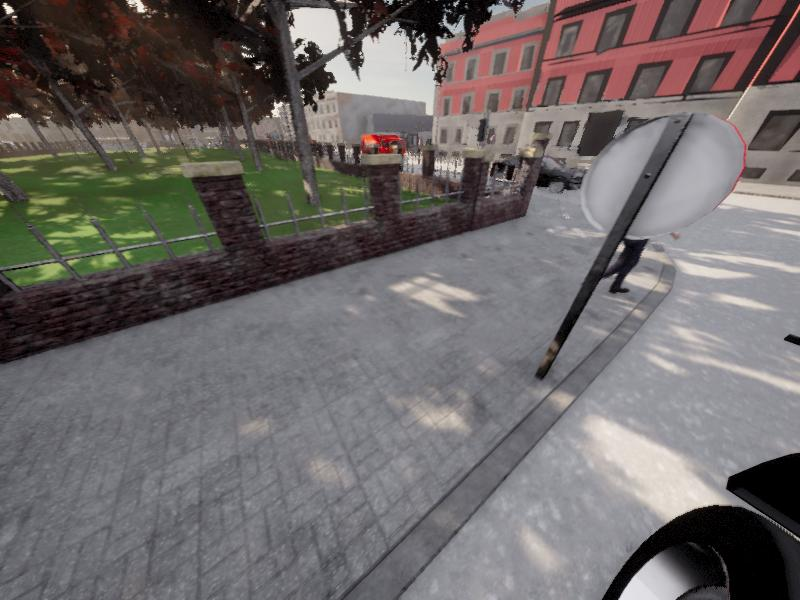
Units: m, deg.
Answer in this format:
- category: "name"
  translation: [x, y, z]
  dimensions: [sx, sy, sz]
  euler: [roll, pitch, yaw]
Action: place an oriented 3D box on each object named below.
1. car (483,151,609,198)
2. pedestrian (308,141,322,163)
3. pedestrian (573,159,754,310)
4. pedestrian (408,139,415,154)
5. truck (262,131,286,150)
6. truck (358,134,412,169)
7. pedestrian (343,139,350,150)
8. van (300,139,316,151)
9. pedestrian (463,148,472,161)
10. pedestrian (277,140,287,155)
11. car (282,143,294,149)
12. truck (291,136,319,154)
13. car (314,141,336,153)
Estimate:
- category: "car"
  translation: [7.091, -6.678, 11.978]
  dimensions: [1.882, 1.535, 5.008]
  euler: [-22, 40, -27]
- category: "pedestrian"
  translation: [-8.785, -15.315, 23.850]
  dimensions: [0.751, 1.860, 0.751]
  euler: [-21, 40, -27]
- category: "pedestrian"
  translation: [3.393, -0.880, 3.291]
  dimensions: [0.751, 1.860, 0.751]
  euler: [10, 37, 15]
- category: "pedestrian"
  translation: [1.771, -23.794, 35.865]
  dimensions: [0.751, 1.860, 0.751]
  euler: [-13, 37, -18]
- category: "truck"
  translation: [-31.547, -39.777, 57.606]
  dimensions: [2.891, 3.827, 8.468]
  euler: [-22, 40, -27]
- category: "truck"
  translation: [-1.473, -14.237, 21.949]
  dimensions: [2.627, 2.467, 5.204]
  euler: [-22, 41, -27]
- category: "pedestrian"
  translation: [-10.613, -30.710, 45.687]
  dimensions: [0.751, 1.860, 0.751]
  euler: [-24, 42, -30]
- category: "van"
  translation: [-19.816, -33.482, 49.806]
  dimensions: [1.775, 1.987, 4.442]
  euler: [-22, 41, -27]
- category: "pedestrian"
  translation: [7.233, -15.569, 24.736]
  dimensions: [0.500, 1.100, 0.500]
  euler: [-19, 39, -24]
- category: "pedestrian"
  translation: [-17.465, -22.582, 34.223]
  dimensions: [0.751, 1.860, 0.751]
  euler: [-22, 40, -27]
- category: "car"
  translation: [-30.517, -41.968, 62.895]
  dimensions: [1.895, 1.301, 4.718]
  euler: [-22, 40, -27]
- category: "truck"
  translation: [-16.424, -26.762, 39.838]
  dimensions: [2.627, 2.467, 5.204]
  euler: [-22, 40, -27]
- category: "car"
  translation: [-13.955, -28.431, 42.909]
  dimensions: [2.033, 1.649, 4.856]
  euler: [-22, 41, -27]
